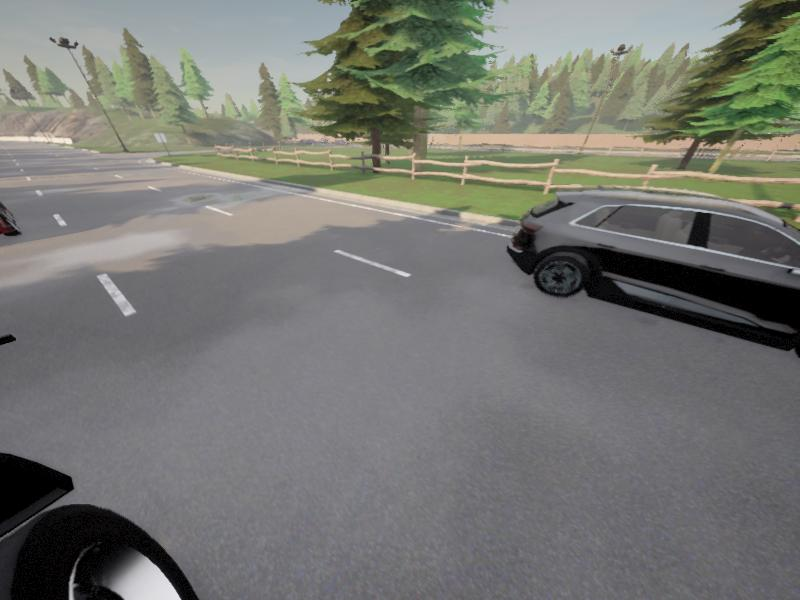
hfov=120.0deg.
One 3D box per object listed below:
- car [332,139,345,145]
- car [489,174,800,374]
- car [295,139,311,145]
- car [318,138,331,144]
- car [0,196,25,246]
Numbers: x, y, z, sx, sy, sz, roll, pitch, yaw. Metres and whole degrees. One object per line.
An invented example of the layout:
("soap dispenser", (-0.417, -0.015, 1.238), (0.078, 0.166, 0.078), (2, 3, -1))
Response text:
("car", (-19.815, -50.866, 74.480), (3.988, 1.617, 1.851), (22, 41, 28))
("car", (4.289, -0.698, 3.525), (4.856, 1.649, 2.033), (22, 41, 28))
("car", (-32.981, -53.704, 78.480), (5.357, 1.411, 2.033), (22, 41, 28))
("car", (-28.079, -59.281, 86.026), (4.605, 1.855, 1.932), (22, 41, 28))
("car", (-11.982, -2.316, 5.886), (4.181, 1.385, 1.994), (22, 41, 28))
